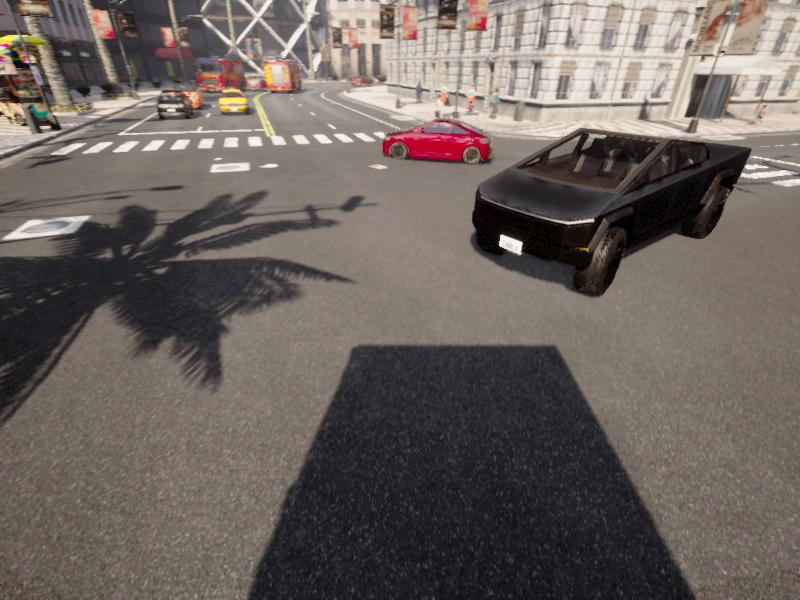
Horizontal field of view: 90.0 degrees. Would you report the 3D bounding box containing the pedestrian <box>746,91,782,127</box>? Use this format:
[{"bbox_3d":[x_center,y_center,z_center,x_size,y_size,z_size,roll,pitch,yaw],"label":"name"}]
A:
[{"bbox_3d":[21.579,-11.350,23.749,0.751,1.860,0.751,-10,32,-18],"label":"pedestrian"}]

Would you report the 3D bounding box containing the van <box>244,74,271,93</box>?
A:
[{"bbox_3d":[-18.128,-27.743,51.120,1.775,1.987,4.442,1,30,1],"label":"van"}]

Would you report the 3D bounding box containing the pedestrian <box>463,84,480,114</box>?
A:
[{"bbox_3d":[5.004,-14.145,28.153,0.751,1.860,0.751,-9,32,-16],"label":"pedestrian"}]

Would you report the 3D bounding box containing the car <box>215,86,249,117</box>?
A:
[{"bbox_3d":[-11.954,-14.318,28.691,1.801,1.575,5.366,-9,32,-17],"label":"car"}]

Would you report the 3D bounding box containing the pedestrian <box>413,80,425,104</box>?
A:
[{"bbox_3d":[1.705,-18.533,35.587,0.751,1.860,0.751,-9,32,-16],"label":"pedestrian"}]

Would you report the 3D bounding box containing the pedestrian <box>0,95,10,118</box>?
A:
[{"bbox_3d":[-23.547,-11.513,22.999,0.751,1.860,0.751,11,32,17],"label":"pedestrian"}]

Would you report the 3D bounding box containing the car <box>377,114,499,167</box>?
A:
[{"bbox_3d":[1.448,-6.080,15.110,4.181,1.385,1.994,9,31,13],"label":"car"}]

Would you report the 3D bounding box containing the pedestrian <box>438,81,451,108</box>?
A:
[{"bbox_3d":[3.547,-16.472,32.102,0.751,1.860,0.751,-7,31,-12],"label":"pedestrian"}]

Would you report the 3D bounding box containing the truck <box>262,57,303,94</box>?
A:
[{"bbox_3d":[-14.746,-28.676,50.971,2.891,3.827,8.468,-1,30,-3],"label":"truck"}]

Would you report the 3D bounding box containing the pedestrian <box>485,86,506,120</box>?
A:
[{"bbox_3d":[5.953,-12.296,25.011,0.751,1.860,0.751,-15,34,-25],"label":"pedestrian"}]

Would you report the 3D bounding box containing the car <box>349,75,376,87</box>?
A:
[{"bbox_3d":[-6.304,-37.420,68.308,2.152,1.651,5.027,16,34,25],"label":"car"}]

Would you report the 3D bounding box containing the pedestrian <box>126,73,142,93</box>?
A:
[{"bbox_3d":[-29.279,-23.864,44.004,0.751,1.860,0.751,-3,30,-6],"label":"pedestrian"}]

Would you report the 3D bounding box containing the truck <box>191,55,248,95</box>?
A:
[{"bbox_3d":[-21.611,-27.395,48.622,2.891,3.827,8.468,0,30,-1],"label":"truck"}]

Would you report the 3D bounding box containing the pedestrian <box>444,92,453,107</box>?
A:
[{"bbox_3d":[3.959,-16.546,32.990,0.500,1.100,0.500,-9,32,-16],"label":"pedestrian"}]

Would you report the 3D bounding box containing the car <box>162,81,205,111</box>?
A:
[{"bbox_3d":[-16.539,-15.756,30.835,2.097,1.767,4.553,-9,32,-17],"label":"car"}]

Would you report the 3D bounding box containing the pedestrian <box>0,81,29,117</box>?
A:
[{"bbox_3d":[-23.117,-11.954,23.765,0.751,1.860,0.751,-5,31,-9],"label":"pedestrian"}]

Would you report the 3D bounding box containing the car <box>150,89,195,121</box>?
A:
[{"bbox_3d":[-14.480,-12.565,25.659,1.789,1.549,3.705,-9,32,-17],"label":"car"}]

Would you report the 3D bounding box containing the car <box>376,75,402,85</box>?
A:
[{"bbox_3d":[-2.029,-42.606,77.396,4.892,1.490,1.837,-22,37,-33],"label":"car"}]

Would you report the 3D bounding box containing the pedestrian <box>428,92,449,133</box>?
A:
[{"bbox_3d":[1.992,-9.856,21.048,0.751,1.860,0.751,-10,32,-17],"label":"pedestrian"}]

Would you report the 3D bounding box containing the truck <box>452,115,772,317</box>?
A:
[{"bbox_3d":[4.165,-2.088,7.617,6.274,2.098,2.390,-21,36,-32],"label":"truck"}]
